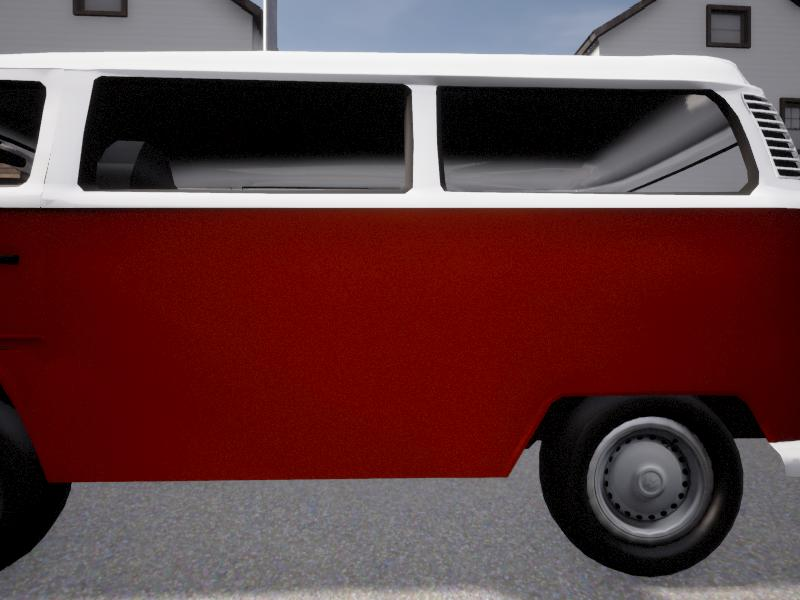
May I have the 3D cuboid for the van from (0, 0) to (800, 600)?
[{"bbox_3d":[-0.423,-0.028,2.192,4.480,2.038,2.069,0,0,-2],"label":"van"}]
